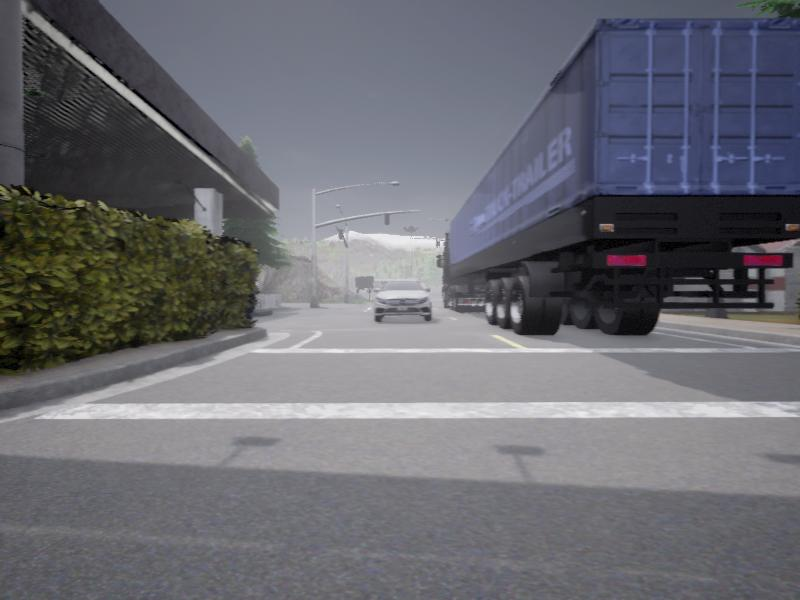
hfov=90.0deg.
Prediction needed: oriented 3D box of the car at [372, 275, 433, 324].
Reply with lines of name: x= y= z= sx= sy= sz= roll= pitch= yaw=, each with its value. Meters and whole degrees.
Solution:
car: x=0.069 y=-0.030 z=14.398 sx=1.812 sy=1.442 sz=4.674 roll=-1 pitch=0 yaw=0

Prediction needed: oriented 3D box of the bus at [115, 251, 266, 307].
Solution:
bus: x=-16.807 y=-1.639 z=32.777 sx=10.273 sy=4.253 sz=3.944 roll=0 pitch=1 yaw=0

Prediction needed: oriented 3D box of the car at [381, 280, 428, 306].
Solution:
car: x=0.409 y=-0.435 z=28.719 sx=2.242 sy=1.667 sz=4.611 roll=0 pitch=0 yaw=16

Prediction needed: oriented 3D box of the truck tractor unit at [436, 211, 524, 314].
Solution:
truck tractor unit: x=3.583 y=-1.601 z=19.716 sx=3.053 sy=4.208 sz=6.516 roll=0 pitch=1 yaw=0

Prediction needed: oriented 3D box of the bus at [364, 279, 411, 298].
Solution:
bus: x=-2.716 y=-2.626 z=90.534 sx=10.273 sy=4.253 sz=3.944 roll=0 pitch=1 yaw=0

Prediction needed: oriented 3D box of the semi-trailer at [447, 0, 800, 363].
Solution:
semi-trailer: x=3.580 y=-1.569 z=11.803 sx=2.717 sy=4.402 sz=14.254 roll=0 pitch=1 yaw=0

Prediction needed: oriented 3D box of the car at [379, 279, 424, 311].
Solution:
car: x=0.071 y=-0.272 z=21.143 sx=2.128 sy=1.511 sz=4.902 roll=0 pitch=1 yaw=0
